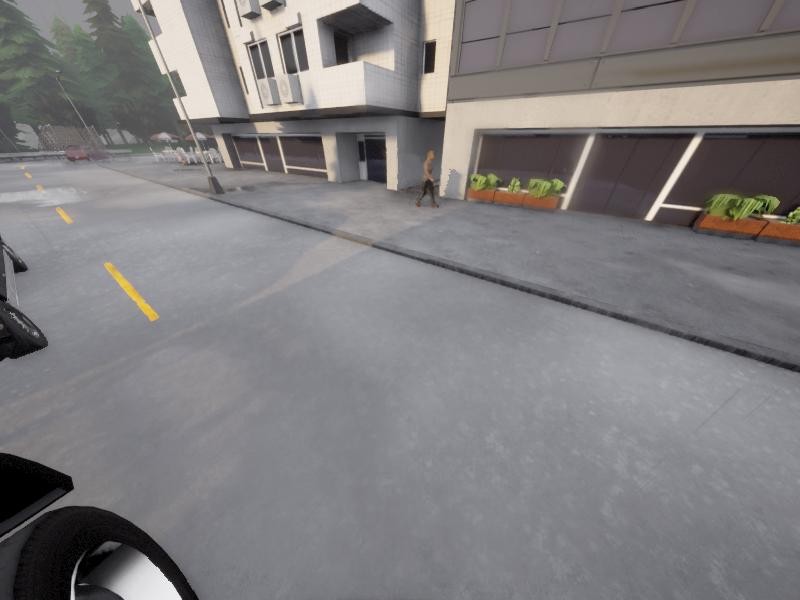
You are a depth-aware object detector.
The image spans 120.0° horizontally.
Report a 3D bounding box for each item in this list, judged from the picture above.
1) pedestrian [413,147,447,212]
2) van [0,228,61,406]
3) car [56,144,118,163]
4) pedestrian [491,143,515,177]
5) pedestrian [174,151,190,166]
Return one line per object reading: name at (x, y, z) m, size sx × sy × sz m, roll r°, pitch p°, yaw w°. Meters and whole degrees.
pedestrian at (0.999, -4.134, 7.954) m, size 0.751 × 1.860 × 0.751 m, roll 23°, pitch 41°, yaw 28°
van at (-6.847, -0.658, 2.607) m, size 5.915 × 2.561 × 1.988 m, roll 22°, pitch 40°, yaw 28°
car at (-32.399, -15.331, 24.131) m, size 1.845 × 1.501 × 3.633 m, roll -8°, pitch 36°, yaw -11°
pedestrian at (6.853, -9.329, 15.412) m, size 0.751 × 1.860 × 0.751 m, roll -11°, pitch 37°, yaw -15°
pedestrian at (-18.800, -12.207, 19.939) m, size 0.500 × 1.100 × 0.500 m, roll 24°, pitch 41°, yaw 29°
